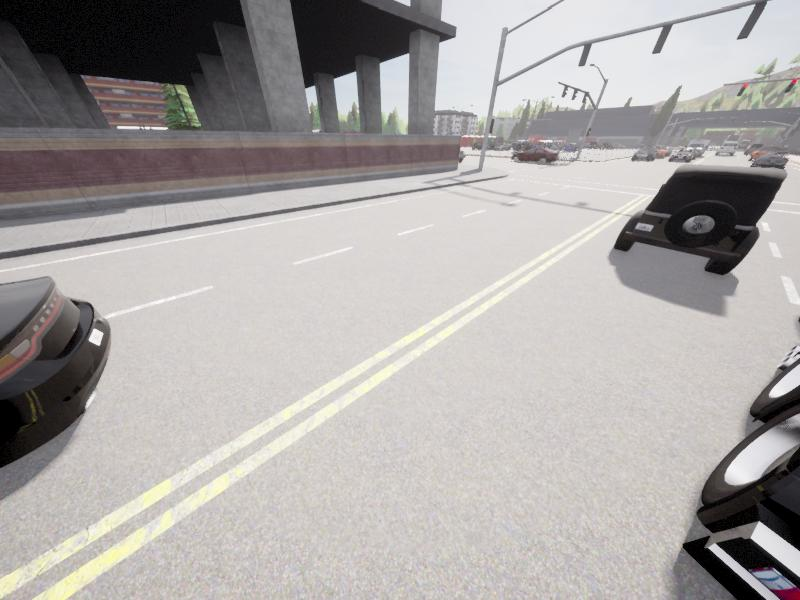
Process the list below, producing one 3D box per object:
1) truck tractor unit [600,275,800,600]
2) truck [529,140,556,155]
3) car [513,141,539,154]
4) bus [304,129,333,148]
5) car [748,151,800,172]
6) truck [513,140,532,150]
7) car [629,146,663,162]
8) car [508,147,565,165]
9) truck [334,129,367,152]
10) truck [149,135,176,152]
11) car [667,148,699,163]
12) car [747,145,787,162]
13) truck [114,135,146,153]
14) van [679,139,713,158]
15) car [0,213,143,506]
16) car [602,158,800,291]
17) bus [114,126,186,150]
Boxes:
[{"bbox_3d":[5.129,-0.283,0.754,6.516,4.208,3.053,-18,39,-23],"label":"truck tractor unit"},{"bbox_3d":[25.097,-26.835,40.599,4.478,2.038,2.069,-26,42,-32],"label":"truck"},{"bbox_3d":[23.182,-28.007,42.431,4.605,1.855,1.932,-26,42,-32],"label":"car"},{"bbox_3d":[-24.004,-47.179,67.650,3.944,4.253,10.273,-22,41,-29],"label":"bus"},{"bbox_3d":[36.084,-13.504,22.428,5.357,1.411,2.033,-24,42,-31],"label":"car"},{"bbox_3d":[32.323,-40.968,60.927,4.478,2.038,2.069,-26,42,-32],"label":"truck"},{"bbox_3d":[33.703,-20.064,31.615,4.856,1.649,2.033,-26,42,-32],"label":"car"},{"bbox_3d":[15.390,-16.492,26.325,1.882,1.535,5.008,-26,43,-32],"label":"car"},{"bbox_3d":[-11.109,-35.328,51.133,2.891,3.827,8.468,-26,42,-32],"label":"truck"},{"bbox_3d":[-44.197,-29.203,43.093,2.615,2.467,5.204,-26,42,-32],"label":"truck"},{"bbox_3d":[37.158,-19.040,30.302,3.806,1.475,1.970,-26,42,-32],"label":"car"},{"bbox_3d":[49.565,-19.880,31.327,4.553,1.767,2.097,-26,42,-32],"label":"car"},{"bbox_3d":[-47.496,-27.628,40.808,2.615,2.467,5.204,-26,42,-32],"label":"truck"},{"bbox_3d":[49.341,-25.272,38.507,6.366,2.431,2.351,-26,42,-32],"label":"van"},{"bbox_3d":[-5.084,1.151,0.867,5.238,1.638,1.930,-26,42,-32],"label":"car"},{"bbox_3d":[6.889,-2.071,5.364,3.866,1.878,1.905,-26,42,-32],"label":"car"},{"bbox_3d":[-57.489,-37.595,53.739,10.273,4.253,3.944,-25,42,-32],"label":"bus"}]
